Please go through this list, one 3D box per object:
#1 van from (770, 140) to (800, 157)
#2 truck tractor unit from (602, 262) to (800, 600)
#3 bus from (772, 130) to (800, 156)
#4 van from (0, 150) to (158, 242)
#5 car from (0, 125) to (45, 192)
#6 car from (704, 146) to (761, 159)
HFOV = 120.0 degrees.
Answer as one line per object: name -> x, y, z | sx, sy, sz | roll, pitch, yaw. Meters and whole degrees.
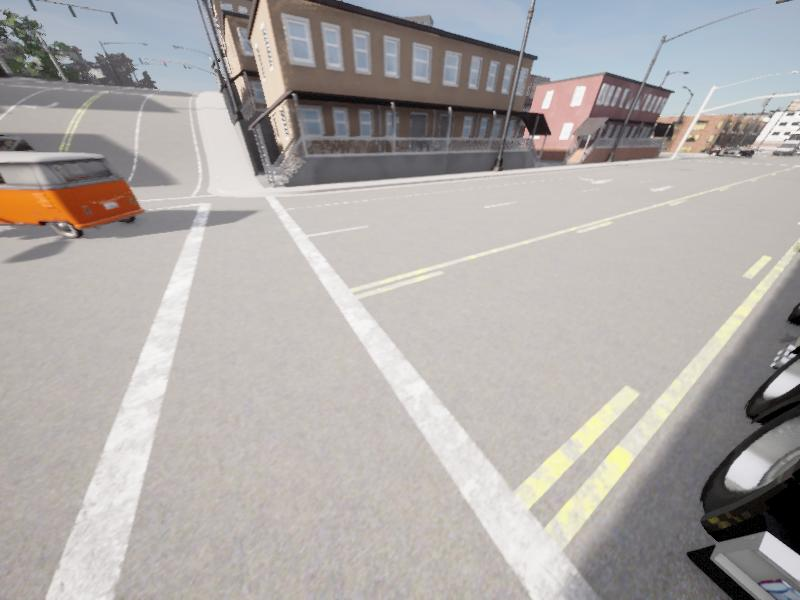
van -> 74.135, -29.002, 44.187 | 5.915, 2.561, 1.988 | -18, 39, -24
truck tractor unit -> 5.107, -0.303, 0.791 | 6.516, 4.208, 3.053 | -18, 39, -24
bus -> 84.461, -32.966, 48.519 | 10.273, 4.253, 3.944 | -18, 39, -24
van -> -10.251, -2.927, 6.400 | 4.442, 1.987, 1.775 | 2, 35, 2
car -> -21.702, -7.566, 12.217 | 1.882, 1.535, 5.008 | -19, 55, -25
car -> 57.432, -25.702, 40.104 | 1.930, 1.638, 5.238 | -9, 36, -14
